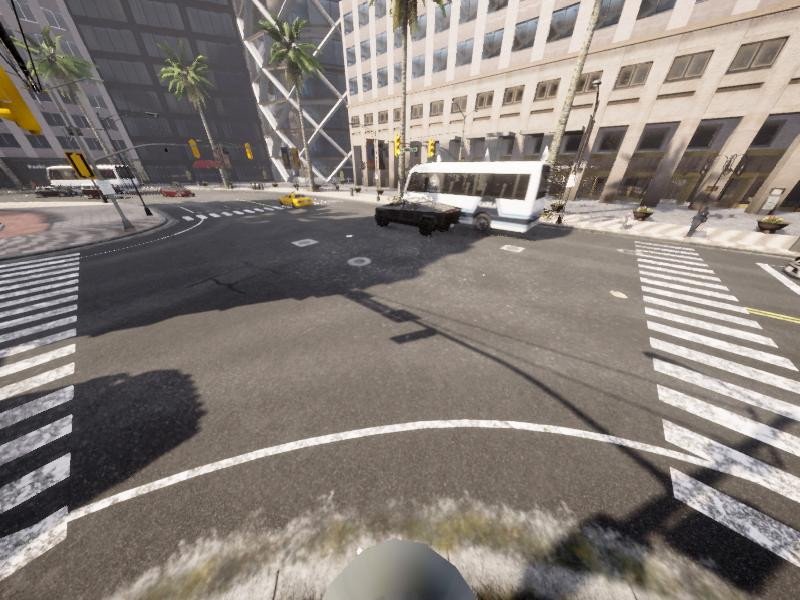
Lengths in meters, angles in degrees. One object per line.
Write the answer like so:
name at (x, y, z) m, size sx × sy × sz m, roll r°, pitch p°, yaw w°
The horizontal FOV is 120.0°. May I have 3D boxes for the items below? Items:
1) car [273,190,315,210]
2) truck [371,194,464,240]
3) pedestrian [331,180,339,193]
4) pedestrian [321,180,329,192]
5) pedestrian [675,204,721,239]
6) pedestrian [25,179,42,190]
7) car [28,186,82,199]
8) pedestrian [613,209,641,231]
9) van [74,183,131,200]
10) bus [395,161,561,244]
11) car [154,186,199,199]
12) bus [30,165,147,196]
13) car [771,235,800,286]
car at (-12.113, -11.517, 26.373) m, size 5.366 × 1.575 × 1.801 m, roll 23°, pitch 37°, yaw 34°
truck at (1.021, -6.114, 16.496) m, size 6.274 × 2.098 × 2.390 m, roll 23°, pitch 37°, yaw 34°
pedestrian at (-11.045, -19.301, 39.222) m, size 0.751 × 1.860 × 0.751 m, roll 22°, pitch 37°, yaw 33°
pedestrian at (-13.105, -20.091, 40.592) m, size 0.751 × 1.860 × 0.751 m, roll 20°, pitch 35°, yaw 30°
pedestrian at (17.978, -4.726, 13.979) m, size 0.751 × 1.860 × 0.751 m, roll -5°, pitch 30°, yaw -9°
pedestrian at (-68.322, -21.515, 43.057) m, size 0.751 × 1.860 × 0.751 m, roll -13°, pitch 33°, yaw -22°
car at (-51.205, -16.101, 34.417) m, size 3.806 × 1.475 × 1.970 m, roll -8°, pitch 31°, yaw -14°
pedestrian at (15.599, -5.520, 15.913) m, size 0.751 × 1.300 × 0.751 m, roll 7°, pitch 31°, yaw 12°
van at (-41.431, -15.215, 32.318) m, size 4.480 × 2.038 × 2.069 m, roll 0°, pitch 29°, yaw 0°
bus at (4.792, -7.655, 17.013) m, size 10.273 × 4.253 × 3.944 m, roll 23°, pitch 37°, yaw 34°
car at (-33.109, -16.046, 34.314) m, size 4.792 × 1.488 × 2.163 m, roll 8°, pitch 31°, yaw 13°
bus at (-49.347, -19.314, 37.203) m, size 10.273 × 4.253 × 3.944 m, roll -4°, pitch 30°, yaw -7°
car at (17.914, -0.995, 8.057) m, size 4.611 × 1.667 × 2.242 m, roll 23°, pitch 37°, yaw 34°
